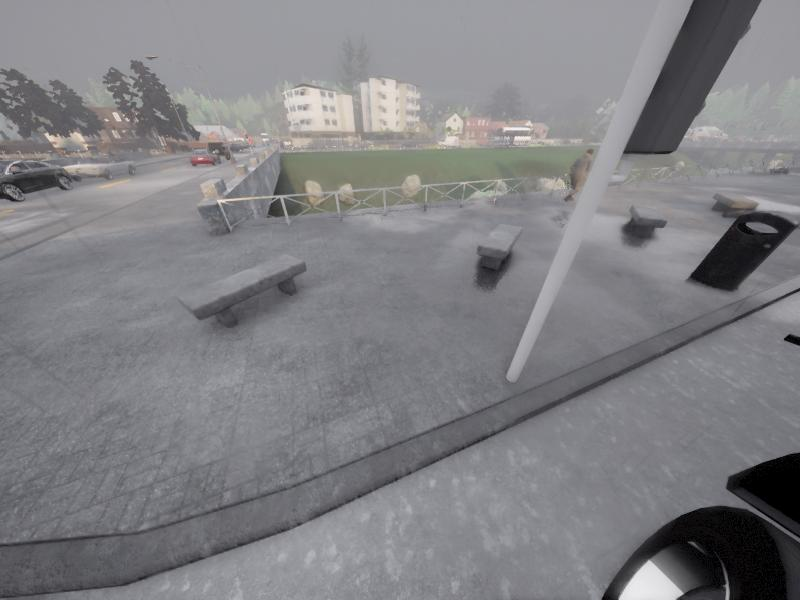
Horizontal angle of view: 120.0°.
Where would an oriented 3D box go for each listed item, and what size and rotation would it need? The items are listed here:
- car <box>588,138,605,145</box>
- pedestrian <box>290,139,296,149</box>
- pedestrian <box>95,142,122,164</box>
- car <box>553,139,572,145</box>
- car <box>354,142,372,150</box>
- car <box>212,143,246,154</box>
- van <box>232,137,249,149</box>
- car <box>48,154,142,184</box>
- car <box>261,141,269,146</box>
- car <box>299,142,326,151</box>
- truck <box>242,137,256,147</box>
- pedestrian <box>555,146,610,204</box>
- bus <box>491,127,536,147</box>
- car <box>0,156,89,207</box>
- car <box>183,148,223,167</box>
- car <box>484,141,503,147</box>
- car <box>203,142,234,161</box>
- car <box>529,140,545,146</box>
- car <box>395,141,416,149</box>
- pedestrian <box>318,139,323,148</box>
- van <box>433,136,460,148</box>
[{"bbox_3d":[62.289,-50.313,73.285,3.866,1.878,1.905,-13,37,-17],"label":"car"},{"bbox_3d":[-24.947,-36.315,53.847,0.751,1.860,0.751,-20,40,-26],"label":"pedestrian"},{"bbox_3d":[-30.208,-15.258,23.989,0.751,1.860,0.751,-12,37,-17],"label":"pedestrian"},{"bbox_3d":[51.694,-50.288,73.527,4.856,1.649,2.033,-13,37,-17],"label":"car"},{"bbox_3d":[-8.747,-36.509,54.567,3.806,1.475,1.970,-13,37,-17],"label":"car"},{"bbox_3d":[-31.934,-28.509,43.366,1.837,1.490,4.892,9,36,16],"label":"car"},{"bbox_3d":[-42.551,-41.982,61.780,2.351,2.431,6.366,-13,37,-17],"label":"van"},{"bbox_3d":[-20.694,-9.212,16.040,1.895,1.301,4.718,-13,37,-17],"label":"car"},{"bbox_3d":[-46.737,-54.185,79.891,1.789,1.549,3.705,-13,37,-17],"label":"car"},{"bbox_3d":[-19.322,-34.077,51.266,5.357,1.411,2.033,-13,37,-17],"label":"car"},{"bbox_3d":[-48.438,-50.705,74.179,2.627,2.467,5.204,-13,37,-17],"label":"truck"},{"bbox_3d":[6.854,-4.745,8.794,0.751,1.860,0.751,-13,37,-17],"label":"pedestrian"},{"bbox_3d":[30.829,-44.228,62.815,10.273,4.253,3.944,-13,37,-17],"label":"bus"},{"bbox_3d":[-18.091,-5.602,10.706,2.128,1.511,4.902,-12,37,-16],"label":"car"},{"bbox_3d":[-20.062,-14.698,23.766,1.994,1.385,4.181,-14,37,-19],"label":"car"},{"bbox_3d":[26.595,-44.454,65.733,4.718,1.301,1.895,-13,37,-17],"label":"car"},{"bbox_3d":[-22.666,-18.732,29.062,1.905,1.878,3.866,-13,37,-17],"label":"car"},{"bbox_3d":[41.698,-47.916,70.456,3.806,1.475,1.970,-13,37,-17],"label":"car"},{"bbox_3d":[1.386,-38.813,57.749,4.892,1.490,1.837,-13,37,-17],"label":"car"},{"bbox_3d":[-19.277,-38.182,56.268,0.751,1.860,0.751,-13,37,-18],"label":"pedestrian"},{"bbox_3d":[12.314,-41.677,60.920,6.366,2.431,2.351,-13,37,-17],"label":"van"}]
